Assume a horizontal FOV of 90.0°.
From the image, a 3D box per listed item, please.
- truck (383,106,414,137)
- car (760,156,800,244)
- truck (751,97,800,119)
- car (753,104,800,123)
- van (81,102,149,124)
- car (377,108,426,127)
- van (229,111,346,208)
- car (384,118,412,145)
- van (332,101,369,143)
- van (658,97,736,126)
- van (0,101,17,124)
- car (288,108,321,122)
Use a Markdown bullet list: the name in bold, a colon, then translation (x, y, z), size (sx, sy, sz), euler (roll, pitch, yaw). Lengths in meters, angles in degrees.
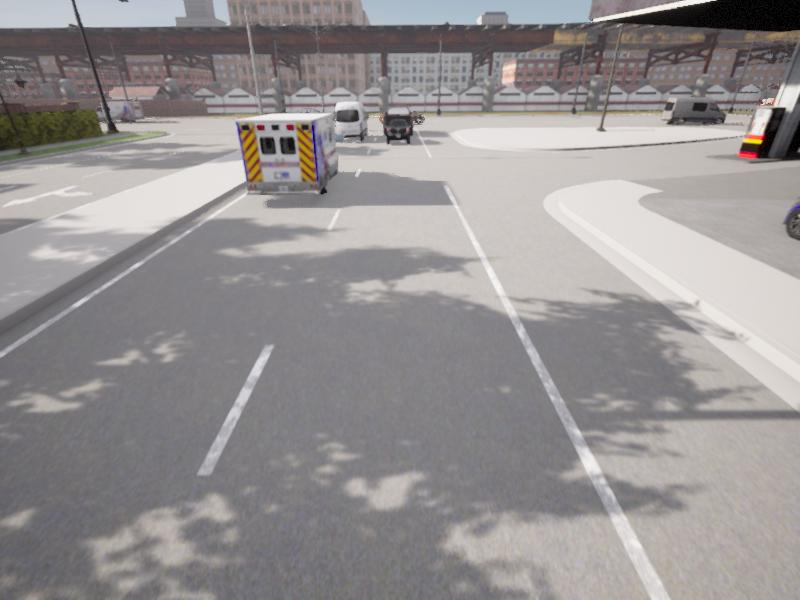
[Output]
- **truck**: translation (-0.116, -15.295, 34.104), size (2.390, 2.098, 6.274), euler (0, 27, 0)
- **car**: translation (9.677, -1.368, 7.071), size (2.242, 1.667, 4.611), euler (0, 27, 0)
- **truck**: translation (48.914, -24.576, 51.065), size (5.204, 2.467, 2.627), euler (9, 29, 18)
- **car**: translation (41.789, -20.173, 43.339), size (4.553, 1.767, 2.097), euler (6, 28, 13)
- **van**: translation (-36.261, -23.911, 51.019), size (6.366, 2.431, 2.351), euler (0, 27, 0)
- **car**: translation (0.194, -20.196, 44.161), size (5.027, 1.651, 2.152), euler (-19, 32, -31)
- **van**: translation (-3.567, -5.358, 14.454), size (2.351, 2.431, 6.366), euler (0, 27, 0)
- **car**: translation (-0.126, -11.920, 28.159), size (1.845, 1.501, 3.633), euler (0, 27, 0)
- **van**: translation (-3.638, -13.737, 30.638), size (1.988, 2.561, 5.915), euler (0, 27, 0)
- **van**: translation (30.603, -19.525, 41.415), size (5.915, 2.561, 1.988), euler (1, 27, 1)
- **van**: translation (-53.148, -23.981, 50.981), size (5.915, 2.561, 1.988), euler (0, 27, 0)
- **car**: translation (-12.139, -23.658, 51.153), size (3.705, 1.549, 1.789), euler (0, 27, 0)
